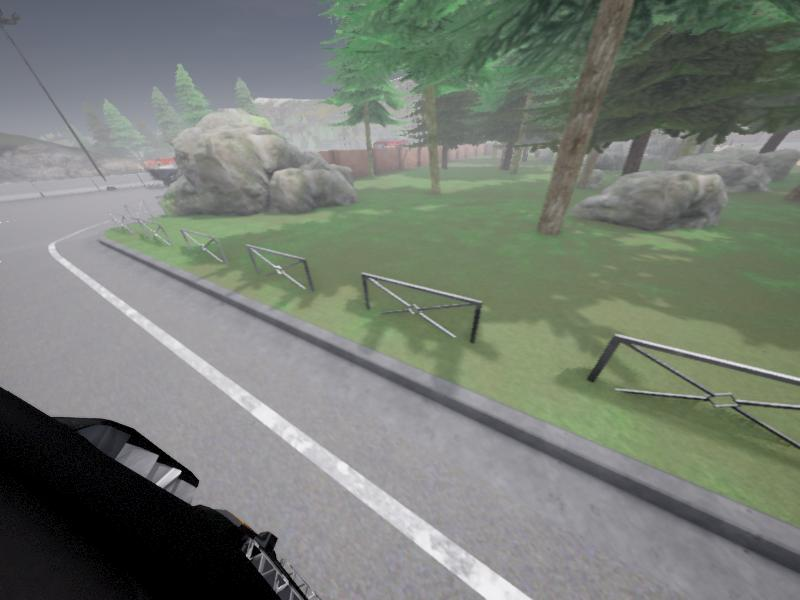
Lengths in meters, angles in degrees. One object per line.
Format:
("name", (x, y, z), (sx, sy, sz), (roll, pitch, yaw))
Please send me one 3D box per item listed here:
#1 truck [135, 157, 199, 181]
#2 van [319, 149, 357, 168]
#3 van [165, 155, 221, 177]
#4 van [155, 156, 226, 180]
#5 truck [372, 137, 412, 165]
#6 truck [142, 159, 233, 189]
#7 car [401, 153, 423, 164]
("truck", (-32.252, -18.390, 32.216), (2.627, 2.467, 5.204), (16, 38, 25))
("van", (-10.535, -24.591, 40.124), (2.351, 2.431, 6.366), (16, 38, 25))
("van", (-32.990, -21.602, 37.072), (1.988, 2.561, 5.915), (16, 38, 25))
("van", (-28.480, -18.255, 31.787), (2.351, 2.431, 6.366), (16, 38, 25))
("truck", (-1.171, -26.793, 41.534), (2.891, 3.827, 8.468), (16, 38, 25))
("truck", (-21.640, -13.244, 24.015), (2.390, 2.098, 6.274), (16, 38, 25))
("car", (2.174, -25.138, 41.022), (1.994, 1.385, 4.181), (16, 38, 26))
